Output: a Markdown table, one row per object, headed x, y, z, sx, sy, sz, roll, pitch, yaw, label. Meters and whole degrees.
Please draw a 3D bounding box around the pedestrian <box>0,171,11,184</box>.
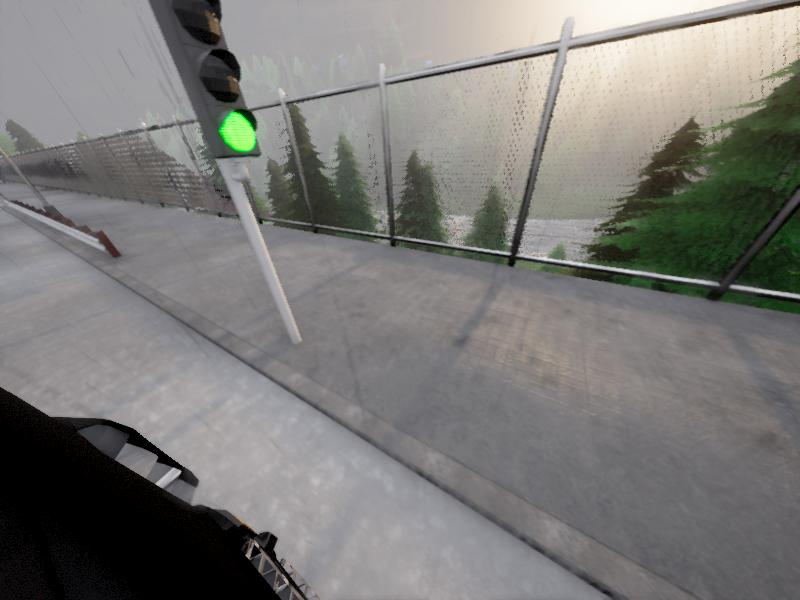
| x | y | z | sx | sy | sz | roll | pitch | yaw | label |
| --- | --- | --- | --- | --- | --- | --- | --- | --- | --- |
| -59.766 | -18.451 | 34.519 | 0.751 | 1.860 | 0.751 | 17 | 39 | 28 | pedestrian |
